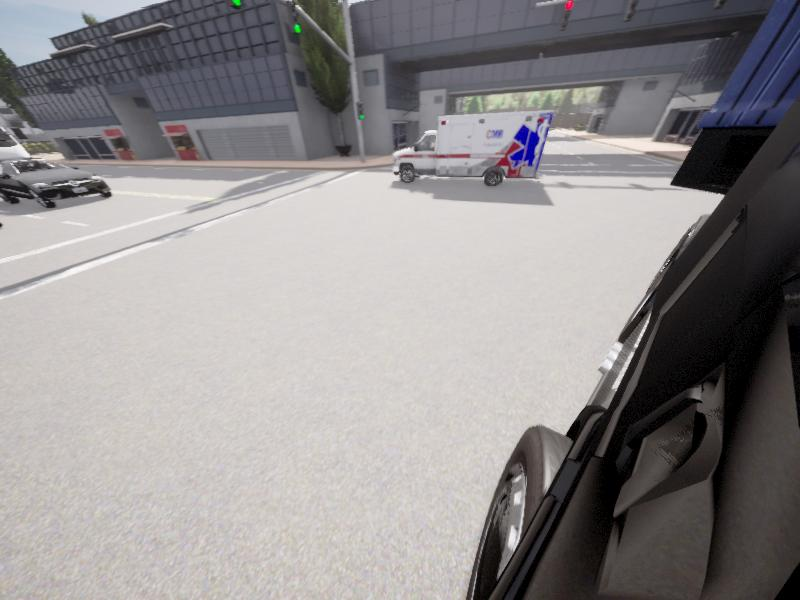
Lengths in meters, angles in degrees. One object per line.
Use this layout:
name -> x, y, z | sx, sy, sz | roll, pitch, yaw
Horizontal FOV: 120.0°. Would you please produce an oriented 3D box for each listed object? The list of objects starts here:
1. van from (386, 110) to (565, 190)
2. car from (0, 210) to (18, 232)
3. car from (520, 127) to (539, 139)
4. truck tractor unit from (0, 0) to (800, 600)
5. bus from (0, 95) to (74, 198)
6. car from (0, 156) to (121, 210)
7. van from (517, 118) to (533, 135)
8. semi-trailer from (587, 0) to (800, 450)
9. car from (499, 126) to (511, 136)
van -> 2.862, -6.514, 10.113 | 6.366, 2.431, 2.351 | 10, 39, 17
car -> -14.350, -2.739, 6.850 | 3.633, 1.501, 1.845 | 11, 39, 17
car -> 20.433, -26.543, 36.620 | 1.994, 1.385, 4.181 | 10, 39, 16
truck tractor unit -> 2.645, -0.295, 0.351 | 6.516, 4.208, 3.053 | -28, 44, -30
bus -> -25.016, -8.323, 12.645 | 10.273, 4.253, 3.944 | 12, 39, 18
car -> -15.843, -5.310, 10.284 | 5.027, 1.651, 2.152 | 11, 39, 17
van -> 24.880, -34.619, 46.136 | 1.988, 2.561, 5.915 | 11, 39, 17
semi-trailer -> 10.030, -1.876, 1.847 | 14.254, 4.402, 2.717 | -7, 36, -6
car -> 20.747, -33.418, 45.649 | 1.837, 1.490, 4.892 | 11, 39, 17
